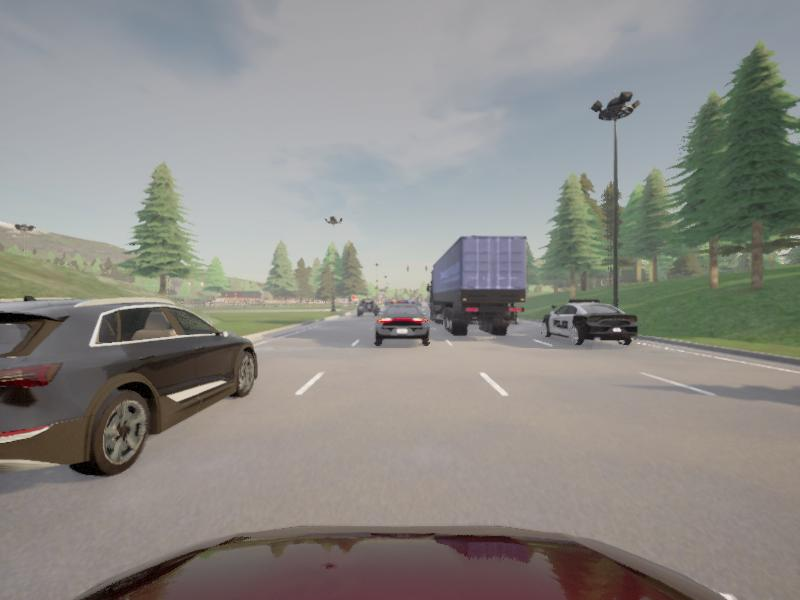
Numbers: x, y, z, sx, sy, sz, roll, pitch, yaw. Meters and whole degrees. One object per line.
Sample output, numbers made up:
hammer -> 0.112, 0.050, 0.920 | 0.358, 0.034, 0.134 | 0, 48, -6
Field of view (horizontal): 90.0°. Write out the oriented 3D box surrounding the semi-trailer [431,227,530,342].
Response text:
semi-trailer -> 3.640, -0.597, 22.441 | 2.717, 4.402, 14.254 | 0, 0, 0

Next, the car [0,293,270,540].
car -> -3.482, 0.782, 5.102 | 2.033, 1.649, 4.856 | 0, 0, 0

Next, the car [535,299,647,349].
car -> 7.098, 0.785, 15.628 | 1.930, 1.638, 5.238 | 0, 0, 0

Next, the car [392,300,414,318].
car -> 0.297, 0.804, 38.775 | 1.930, 1.638, 5.238 | 0, 0, 1

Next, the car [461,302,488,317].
car -> 7.306, 0.904, 39.776 | 1.812, 1.442, 4.674 | 0, 0, 1

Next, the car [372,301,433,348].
car -> 0.100, 0.841, 15.937 | 2.038, 1.542, 4.974 | 0, 0, 0

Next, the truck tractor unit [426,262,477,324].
truck tractor unit -> 3.684, -0.497, 30.352 | 3.053, 4.208, 6.516 | 0, 0, 1

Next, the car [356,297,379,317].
car -> -3.190, 0.687, 40.340 | 1.932, 1.855, 4.605 | 0, 0, 1
